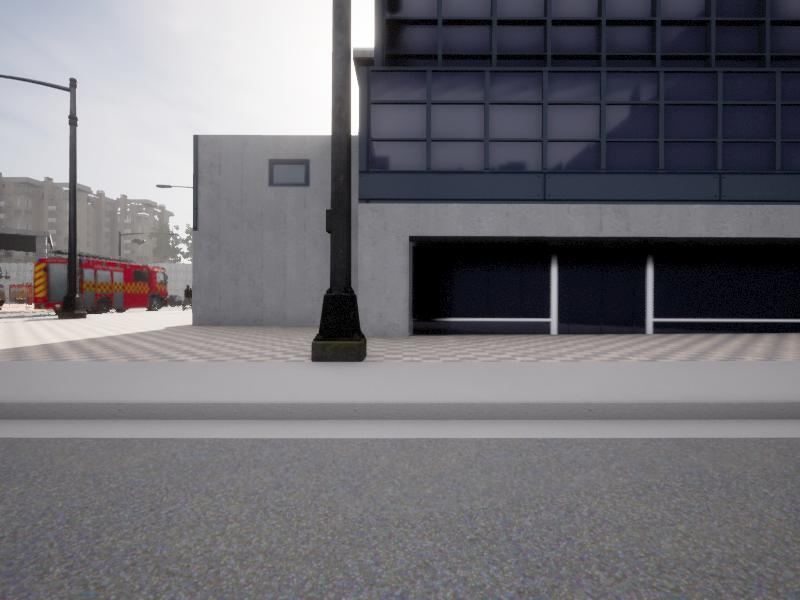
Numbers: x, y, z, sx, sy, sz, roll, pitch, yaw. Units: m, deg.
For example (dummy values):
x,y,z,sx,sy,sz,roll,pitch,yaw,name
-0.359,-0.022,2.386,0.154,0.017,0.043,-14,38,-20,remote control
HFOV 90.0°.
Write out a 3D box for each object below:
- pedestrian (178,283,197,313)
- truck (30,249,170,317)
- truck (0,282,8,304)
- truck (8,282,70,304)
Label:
x,y,z,sx,sy,sz,roll,pitch,yaw,name
-13.423,-0.141,25.306,0.751,1.860,0.751,0,0,7,pedestrian
-19.378,-0.980,26.836,2.891,3.827,8.468,0,0,1,truck
-74.837,-1.264,70.577,8.468,3.827,2.891,0,0,2,truck
-63.288,-1.211,70.258,8.468,3.827,2.891,0,0,2,truck
